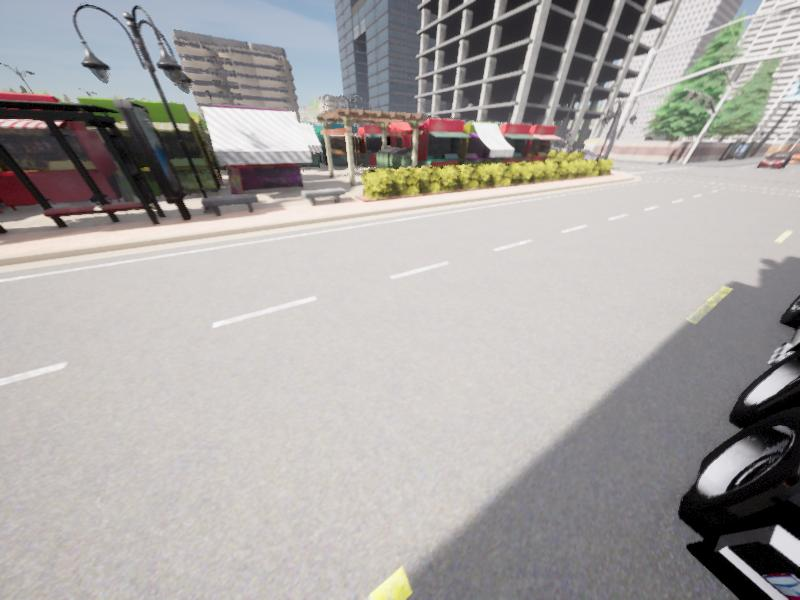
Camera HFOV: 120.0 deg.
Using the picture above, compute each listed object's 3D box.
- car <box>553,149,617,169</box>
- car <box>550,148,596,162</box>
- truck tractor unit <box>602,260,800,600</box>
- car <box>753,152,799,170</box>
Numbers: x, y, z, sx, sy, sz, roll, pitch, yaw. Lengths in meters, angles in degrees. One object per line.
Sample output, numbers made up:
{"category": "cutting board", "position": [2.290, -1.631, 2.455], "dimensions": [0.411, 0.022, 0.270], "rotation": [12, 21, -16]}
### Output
{"category": "car", "position": [20.272, -15.734, 25.635], "dimensions": [2.033, 1.649, 4.856], "rotation": [-18, 39, -25]}
{"category": "car", "position": [25.922, -21.951, 34.811], "dimensions": [1.882, 1.535, 5.008], "rotation": [-18, 38, -25]}
{"category": "truck tractor unit", "position": [5.156, -0.260, 0.793], "dimensions": [6.516, 4.208, 3.053], "rotation": [-17, 41, -25]}
{"category": "car", "position": [43.892, -16.280, 26.958], "dimensions": [3.988, 1.617, 1.851], "rotation": [-18, 39, -24]}
